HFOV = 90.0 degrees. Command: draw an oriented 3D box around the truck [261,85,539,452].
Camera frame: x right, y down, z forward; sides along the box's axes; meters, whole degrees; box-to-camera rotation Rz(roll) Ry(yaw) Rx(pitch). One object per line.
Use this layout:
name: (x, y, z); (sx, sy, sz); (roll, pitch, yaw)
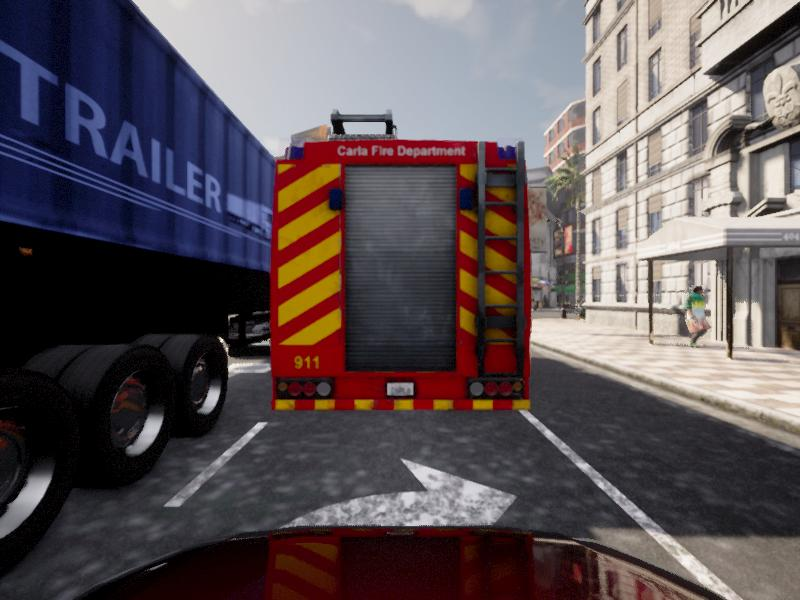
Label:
truck: (0.002, -0.337, 8.397); (2.891, 3.827, 8.468); (0, 0, 0)

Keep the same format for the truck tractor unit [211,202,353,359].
truck tractor unit: (-3.536, -0.553, 14.008); (3.053, 4.208, 6.516); (0, 0, 0)

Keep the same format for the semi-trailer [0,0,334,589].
semi-trailer: (-3.528, -0.635, 6.095); (2.717, 4.402, 14.254); (0, 0, 0)

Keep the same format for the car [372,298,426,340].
car: (-0.038, 0.729, 18.359); (2.152, 1.651, 5.027); (0, 0, 0)

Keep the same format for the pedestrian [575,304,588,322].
pedestrian: (11.375, 0.797, 25.070); (0.500, 1.100, 0.500); (0, 0, -21)

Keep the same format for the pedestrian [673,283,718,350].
pedestrian: (8.581, 0.453, 11.629); (0.751, 1.860, 0.751); (0, 0, -17)
